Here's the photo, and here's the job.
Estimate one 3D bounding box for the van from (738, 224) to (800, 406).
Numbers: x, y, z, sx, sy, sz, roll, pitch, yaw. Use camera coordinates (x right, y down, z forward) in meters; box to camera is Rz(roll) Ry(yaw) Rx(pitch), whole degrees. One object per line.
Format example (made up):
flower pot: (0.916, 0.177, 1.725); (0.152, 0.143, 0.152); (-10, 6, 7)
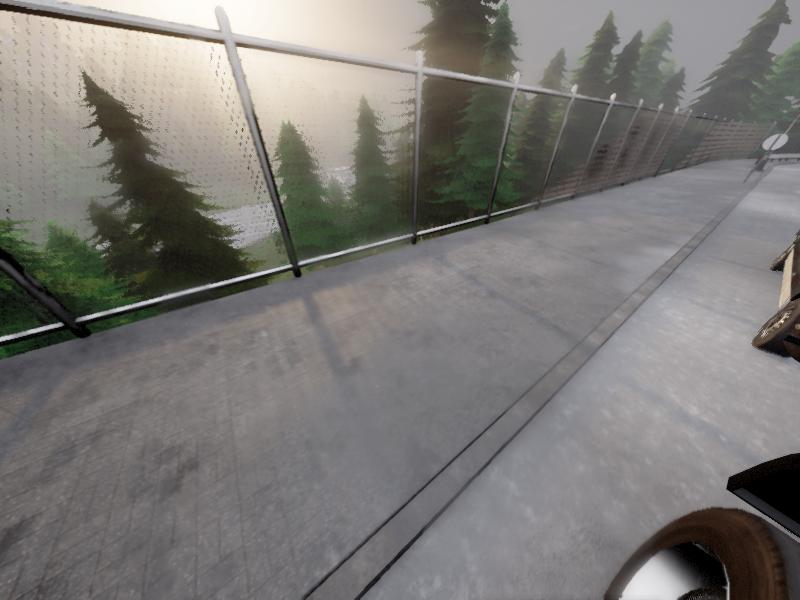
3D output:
van: (6.833, -0.673, 2.619); (5.915, 2.561, 1.988); (-22, 41, -28)
